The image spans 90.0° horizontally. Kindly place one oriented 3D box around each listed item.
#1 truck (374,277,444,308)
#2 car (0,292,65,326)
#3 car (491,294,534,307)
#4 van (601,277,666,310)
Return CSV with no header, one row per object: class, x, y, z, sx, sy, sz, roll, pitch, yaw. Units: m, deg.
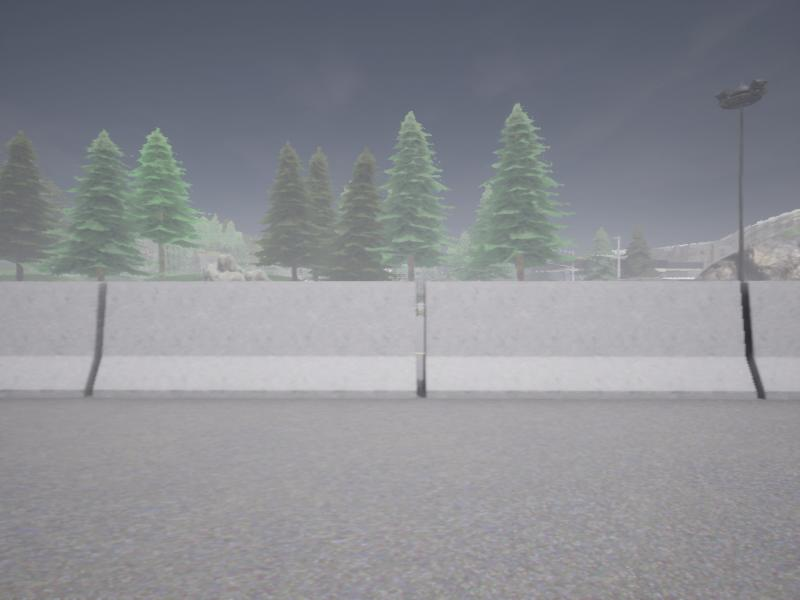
truck,1.064,-0.926,49.868,8.468,3.827,2.891,0,0,0
car,-16.701,0.348,16.195,4.718,1.301,1.895,0,0,0
car,14.272,0.093,50.927,5.008,1.535,1.882,1,0,-16
van,19.329,-0.479,33.525,1.988,2.561,5.915,0,0,0
